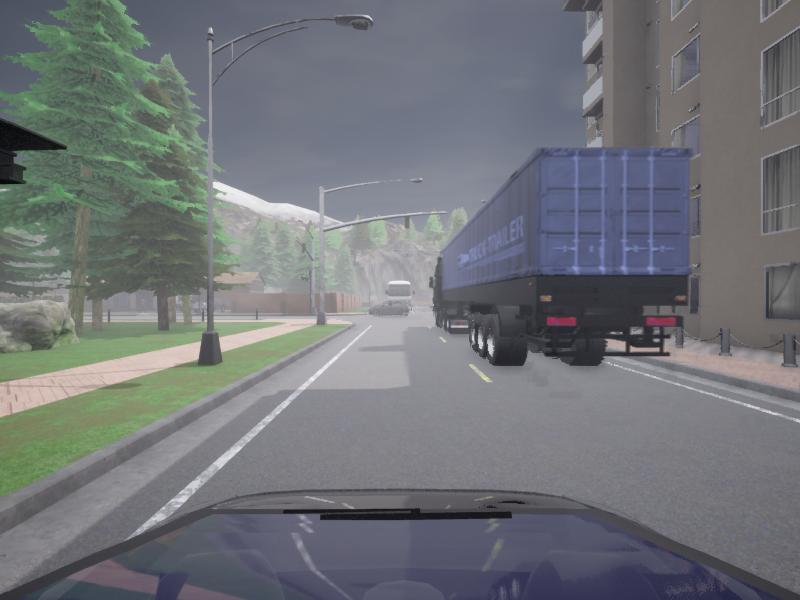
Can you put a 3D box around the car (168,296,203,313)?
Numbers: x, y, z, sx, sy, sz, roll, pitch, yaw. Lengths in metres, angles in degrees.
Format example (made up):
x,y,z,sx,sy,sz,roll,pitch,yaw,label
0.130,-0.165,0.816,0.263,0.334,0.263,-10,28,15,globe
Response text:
x,y,z,sx,sy,sz,roll,pitch,yaw,label
-24.091,0.505,45.073,1.905,1.878,3.866,0,0,-1,car

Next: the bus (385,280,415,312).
x,y,z,sx,sy,sz,roll,pitch,yaw,label
0.035,-0.534,57.845,3.944,4.253,10.273,0,0,0,bus

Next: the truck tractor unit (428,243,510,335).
x,y,z,sx,sy,sz,roll,pitch,yaw,label
3.382,-0.518,21.512,3.053,4.208,6.516,0,0,-2,truck tractor unit

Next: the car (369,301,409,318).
x,y,z,sx,sy,sz,roll,pitch,yaw,label
-1.017,0.817,36.720,3.633,1.501,1.845,0,0,-2,car

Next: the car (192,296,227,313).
x,y,z,sx,sy,sz,roll,pitch,yaw,label
-21.587,0.503,45.523,1.932,1.855,4.605,0,0,-1,car

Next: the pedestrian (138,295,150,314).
x,y,z,sx,sy,sz,roll,pitch,yaw,label
-26.064,0.475,40.681,0.751,1.860,0.751,0,0,-5,pedestrian

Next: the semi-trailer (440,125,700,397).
x,y,z,sx,sy,sz,roll,pitch,yaw,label
3.476,-0.619,13.598,2.717,4.402,14.254,0,0,0,semi-trailer
